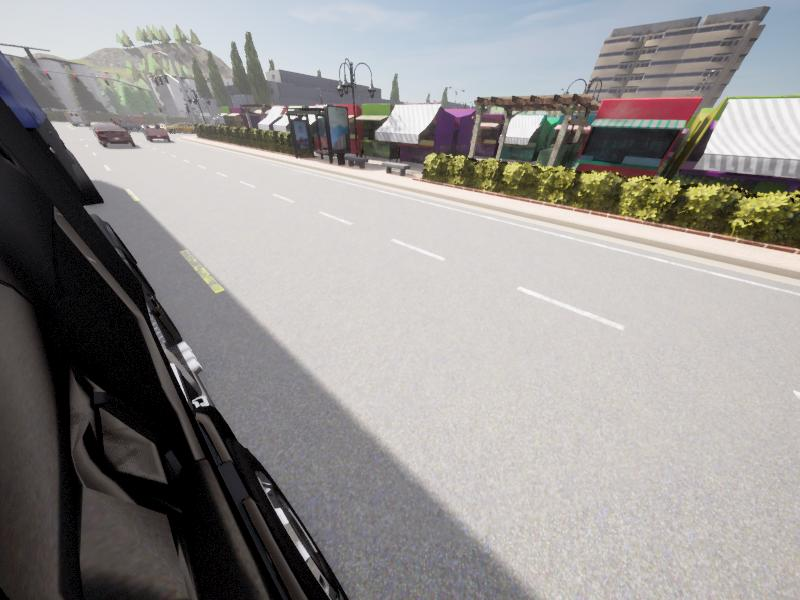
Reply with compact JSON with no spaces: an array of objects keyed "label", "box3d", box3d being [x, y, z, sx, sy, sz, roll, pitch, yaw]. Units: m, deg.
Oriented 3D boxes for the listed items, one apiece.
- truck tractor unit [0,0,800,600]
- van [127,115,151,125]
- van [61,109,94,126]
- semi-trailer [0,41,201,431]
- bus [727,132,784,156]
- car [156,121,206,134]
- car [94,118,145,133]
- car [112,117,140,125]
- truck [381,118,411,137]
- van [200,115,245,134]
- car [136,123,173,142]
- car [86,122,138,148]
[{"label":"truck tractor unit","box3d":[-2.645,-0.295,0.351,6.516,4.208,3.053,28,44,30]},{"label":"van","box3d":[-70.156,-48.353,62.136,1.775,1.987,4.442,-5,38,-10]},{"label":"van","box3d":[-63.482,-35.966,45.638,2.351,2.431,6.366,-26,45,-32]},{"label":"semi-trailer","box3d":[-8.683,-3.618,4.239,14.254,4.402,2.717,28,44,30]},{"label":"bus","box3d":[83.869,-37.116,54.875,3.944,4.253,10.273,28,44,30]},{"label":"car","box3d":[-34.577,-27.353,36.675,1.801,1.575,5.366,27,43,29]},{"label":"car","box3d":[-41.910,-26.099,34.581,2.007,1.525,4.514,30,45,31]},{"label":"car","box3d":[-73.755,-48.266,62.334,2.152,1.651,5.027,-3,37,-8]},{"label":"truck","box3d":[-1.091,-46.411,62.375,2.891,3.827,8.468,30,44,31]},{"label":"van","box3d":[-32.599,-32.356,42.681,1.988,2.561,5.915,30,45,31]},{"label":"car","box3d":[-25.604,-17.491,24.111,3.633,1.501,1.845,31,45,33]},{"label":"car","box3d":[-24.004,-13.764,19.228,5.008,1.535,1.882,29,44,30]}]
